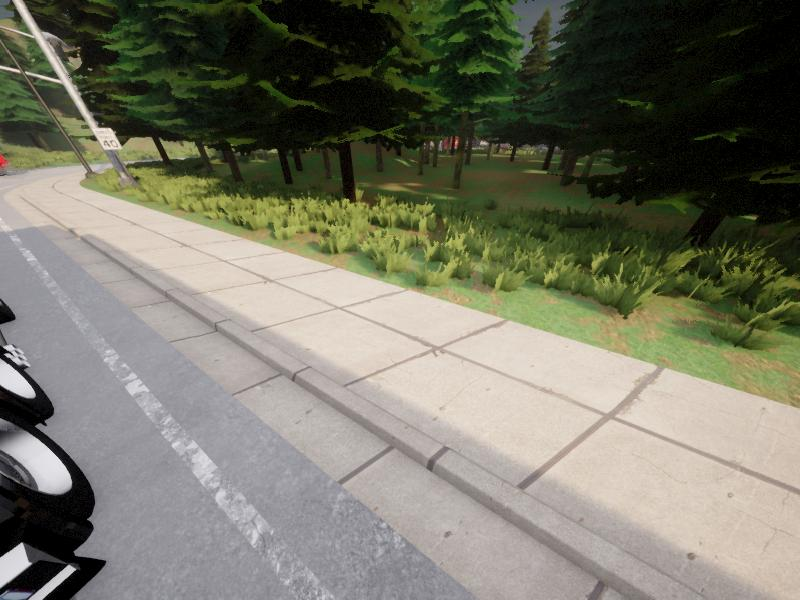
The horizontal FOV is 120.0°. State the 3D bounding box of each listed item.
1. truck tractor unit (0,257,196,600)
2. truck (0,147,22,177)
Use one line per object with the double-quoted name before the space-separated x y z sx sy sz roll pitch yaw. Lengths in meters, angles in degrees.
"truck tractor unit" -5.099 -0.312 0.797 6.516 4.208 3.053 19 39 25
"truck" -31.611 -9.774 16.095 2.627 2.467 5.204 -13 37 -17
